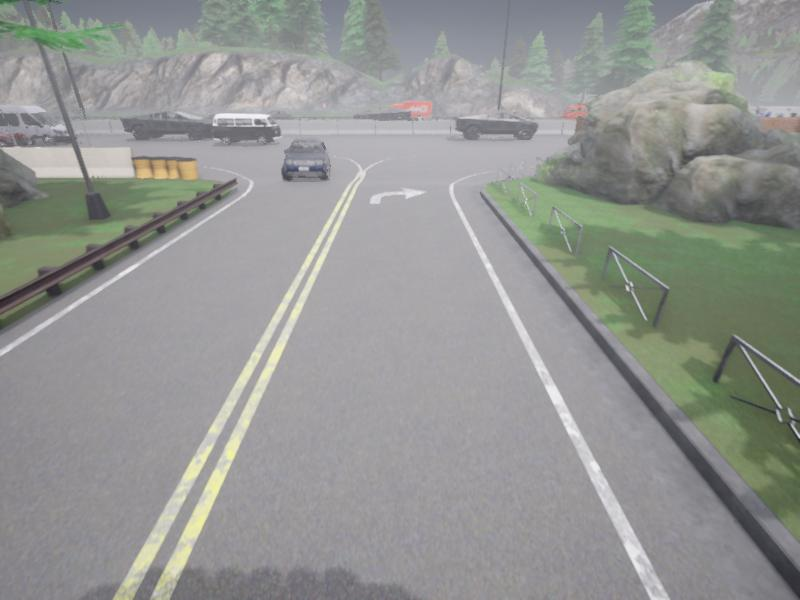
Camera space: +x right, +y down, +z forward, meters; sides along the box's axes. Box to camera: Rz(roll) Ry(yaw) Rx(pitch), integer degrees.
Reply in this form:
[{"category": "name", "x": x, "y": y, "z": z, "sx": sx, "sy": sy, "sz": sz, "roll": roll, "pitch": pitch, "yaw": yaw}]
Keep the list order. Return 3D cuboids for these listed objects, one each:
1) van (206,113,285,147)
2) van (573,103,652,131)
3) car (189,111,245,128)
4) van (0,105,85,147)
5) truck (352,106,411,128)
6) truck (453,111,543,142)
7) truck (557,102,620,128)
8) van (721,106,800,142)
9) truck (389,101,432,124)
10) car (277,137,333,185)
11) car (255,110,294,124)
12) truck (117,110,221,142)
[{"category": "van", "x": -10.710, "y": -11.930, "z": 28.028, "sx": 4.480, "sy": 2.038, "sz": 2.069, "roll": 0, "pitch": 27, "yaw": -1}, {"category": "van", "x": 21.446, "y": -18.618, "z": 40.707, "sx": 6.366, "sy": 2.431, "sz": 2.351, "roll": 0, "pitch": 27, "yaw": -1}, {"category": "car", "x": -19.877, "y": -19.666, "z": 43.619, "sx": 5.008, "sy": 1.535, "sz": 1.882, "roll": 0, "pitch": 27, "yaw": -1}, {"category": "van", "x": -25.958, "y": -12.093, "z": 27.763, "sx": 5.915, "sy": 2.561, "sz": 1.988, "roll": 0, "pitch": 27, "yaw": -1}, {"category": "truck", "x": -1.939, "y": -19.978, "z": 43.657, "sx": 6.274, "sy": 2.098, "sz": 2.390, "roll": 0, "pitch": 27, "yaw": 0}, {"category": "truck", "x": 7.500, "y": -13.622, "z": 31.305, "sx": 6.274, "sy": 2.098, "sz": 2.390, "roll": 0, "pitch": 27, "yaw": -1}, {"category": "truck", "x": 20.493, "y": -20.232, "z": 43.800, "sx": 5.204, "sy": 2.467, "sz": 2.627, "roll": 0, "pitch": 27, "yaw": -1}, {"category": "van", "x": 29.723, "y": -13.850, "z": 31.443, "sx": 6.366, "sy": 2.431, "sz": 2.351, "roll": 0, "pitch": 27, "yaw": -1}, {"category": "truck", "x": 1.256, "y": -23.359, "z": 49.838, "sx": 5.204, "sy": 2.467, "sz": 2.627, "roll": 0, "pitch": 27, "yaw": 0}, {"category": "car", "x": -3.800, "y": -5.878, "z": 16.672, "sx": 1.789, "sy": 1.549, "sz": 3.705, "roll": -2, "pitch": 25, "yaw": -6}, {"category": "car", "x": -15.582, "y": -22.852, "z": 49.902, "sx": 4.193, "sy": 1.474, "sz": 1.816, "roll": 0, "pitch": 27, "yaw": -1}, {"category": "truck", "x": -17.740, "y": -13.527, "z": 31.058, "sx": 6.274, "sy": 2.098, "sz": 2.390, "roll": 0, "pitch": 27, "yaw": -1}]
